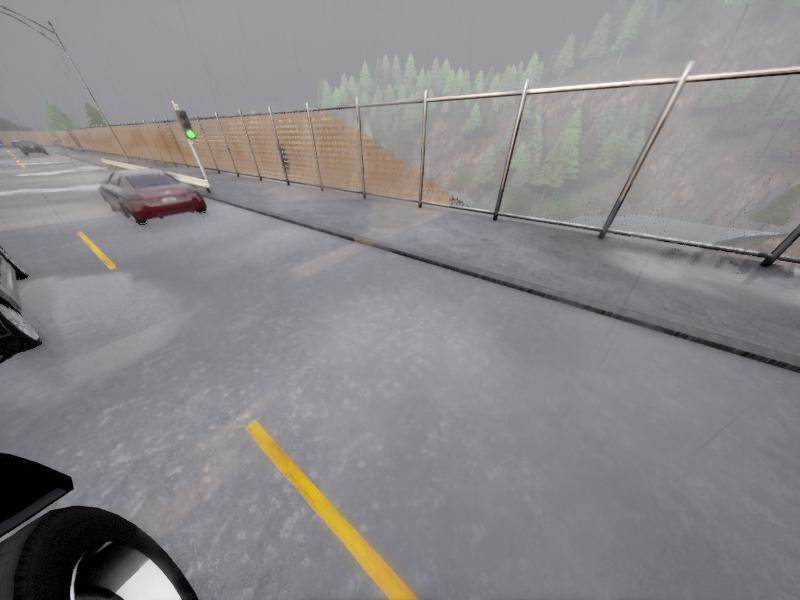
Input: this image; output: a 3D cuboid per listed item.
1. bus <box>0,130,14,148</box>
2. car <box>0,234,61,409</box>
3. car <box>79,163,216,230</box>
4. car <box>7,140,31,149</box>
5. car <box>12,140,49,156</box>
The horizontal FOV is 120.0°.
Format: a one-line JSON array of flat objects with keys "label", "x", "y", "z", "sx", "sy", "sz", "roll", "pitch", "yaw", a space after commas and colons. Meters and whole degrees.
[{"label": "bus", "x": -92.773, "y": -35.197, "z": 49.590, "sx": 10.273, "sy": 4.253, "sz": 3.944, "roll": 0, "pitch": 35, "yaw": -1}, {"label": "car", "x": -6.539, "y": -0.172, "z": 2.719, "sx": 5.238, "sy": 1.638, "sz": 1.930, "roll": 22, "pitch": 41, "yaw": 28}, {"label": "car", "x": -8.780, "y": -3.793, "z": 8.062, "sx": 4.181, "sy": 1.385, "sz": 1.994, "roll": 22, "pitch": 41, "yaw": 28}, {"label": "car", "x": -83.299, "y": -34.113, "z": 50.481, "sx": 5.008, "sy": 1.535, "sz": 1.882, "roll": 20, "pitch": 40, "yaw": 26}, {"label": "car", "x": -52.949, "y": -21.897, "z": 33.112, "sx": 4.553, "sy": 1.767, "sz": 2.097, "roll": 22, "pitch": 41, "yaw": 28}]
